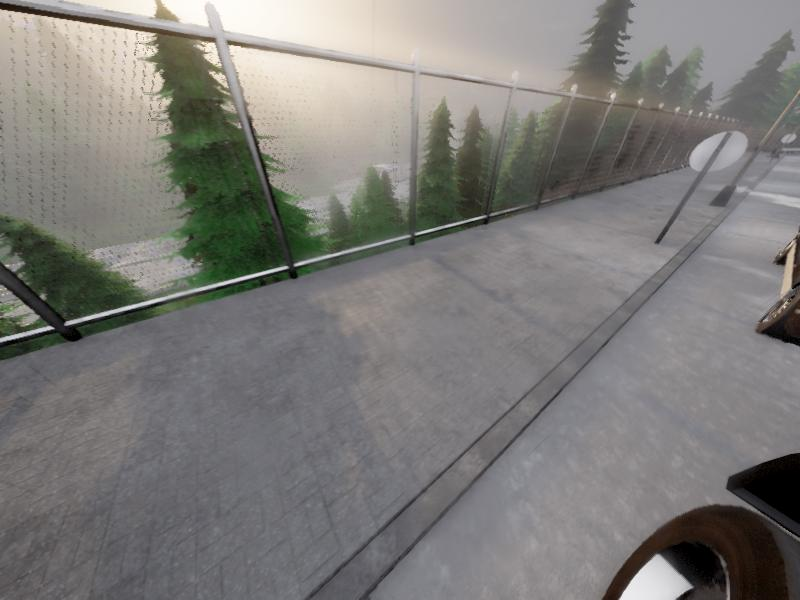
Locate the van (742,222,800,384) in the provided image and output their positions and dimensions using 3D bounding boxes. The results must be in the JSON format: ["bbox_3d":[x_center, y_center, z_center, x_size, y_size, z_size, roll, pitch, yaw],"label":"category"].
[{"bbox_3d":[7.184,-0.825,2.810,5.915,2.561,1.988,-22,41,-28],"label":"van"}]
